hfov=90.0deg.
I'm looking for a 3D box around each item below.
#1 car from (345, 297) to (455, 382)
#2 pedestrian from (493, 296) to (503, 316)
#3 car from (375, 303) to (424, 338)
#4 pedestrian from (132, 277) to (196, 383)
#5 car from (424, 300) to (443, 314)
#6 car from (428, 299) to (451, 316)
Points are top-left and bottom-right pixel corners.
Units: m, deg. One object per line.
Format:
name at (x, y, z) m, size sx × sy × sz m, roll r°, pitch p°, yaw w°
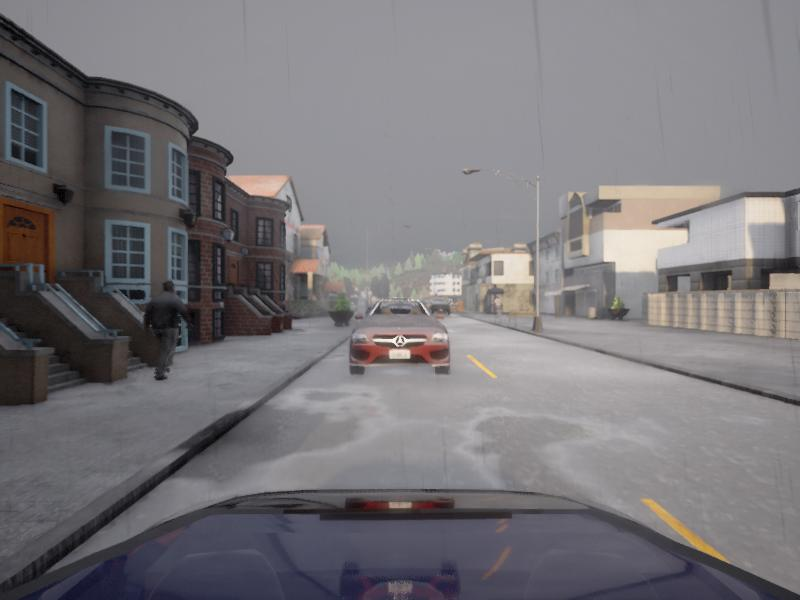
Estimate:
car at (-0.006, 0.778, 10.334) m, size 2.152 × 1.651 × 5.027 m, roll 0°, pitch 0°, yaw 0°
pedestrian at (9.080, 0.521, 36.961) m, size 0.751 × 1.860 × 0.751 m, roll 0°, pitch 0°, yaw 0°
car at (-0.011, 0.888, 19.260) m, size 2.033 × 1.411 × 5.357 m, roll 0°, pitch 0°, yaw 0°
pedestrian at (-4.367, 0.531, 7.449) m, size 0.751 × 1.860 × 0.751 m, roll 0°, pitch 0°, yaw 0°
car at (3.978, 0.786, 48.440) m, size 1.801 × 1.575 × 5.366 m, roll 0°, pitch 0°, yaw 0°
car at (3.981, 0.758, 41.191) m, size 1.930 × 1.638 × 5.238 m, roll 0°, pitch 0°, yaw 0°
